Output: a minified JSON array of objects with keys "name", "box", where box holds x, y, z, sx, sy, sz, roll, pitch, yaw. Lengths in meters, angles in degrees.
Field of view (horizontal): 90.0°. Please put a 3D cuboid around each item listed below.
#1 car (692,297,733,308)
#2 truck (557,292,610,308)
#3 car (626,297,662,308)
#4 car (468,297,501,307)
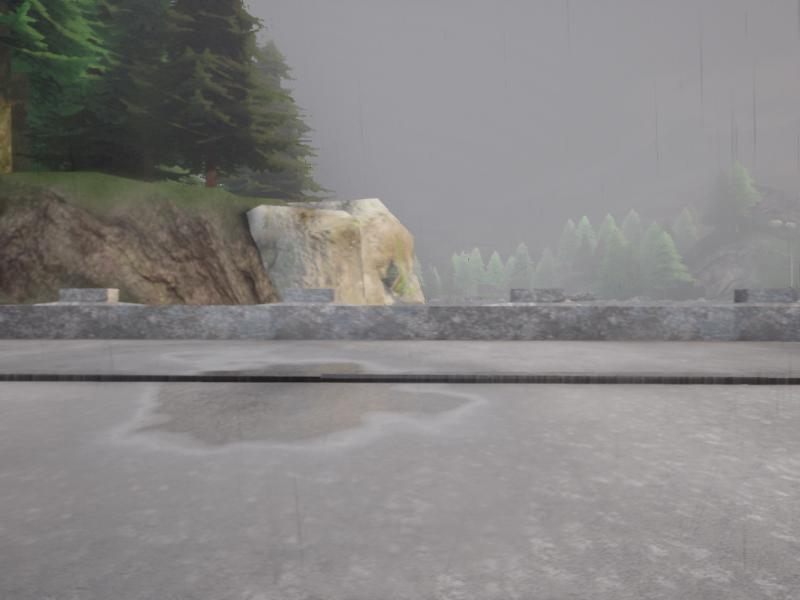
[{"name":"car","box":[43.388,0.302,55.583,4.193,1.474,1.816,0,0,1]},{"name":"truck","box":[25.549,-0.029,55.843,6.274,2.098,2.390,0,0,1]},{"name":"car","box":[33.916,0.294,55.712,3.806,1.475,1.970,0,0,1]},{"name":"car","box":[11.793,0.265,56.050,4.193,1.474,1.816,0,0,1]}]
